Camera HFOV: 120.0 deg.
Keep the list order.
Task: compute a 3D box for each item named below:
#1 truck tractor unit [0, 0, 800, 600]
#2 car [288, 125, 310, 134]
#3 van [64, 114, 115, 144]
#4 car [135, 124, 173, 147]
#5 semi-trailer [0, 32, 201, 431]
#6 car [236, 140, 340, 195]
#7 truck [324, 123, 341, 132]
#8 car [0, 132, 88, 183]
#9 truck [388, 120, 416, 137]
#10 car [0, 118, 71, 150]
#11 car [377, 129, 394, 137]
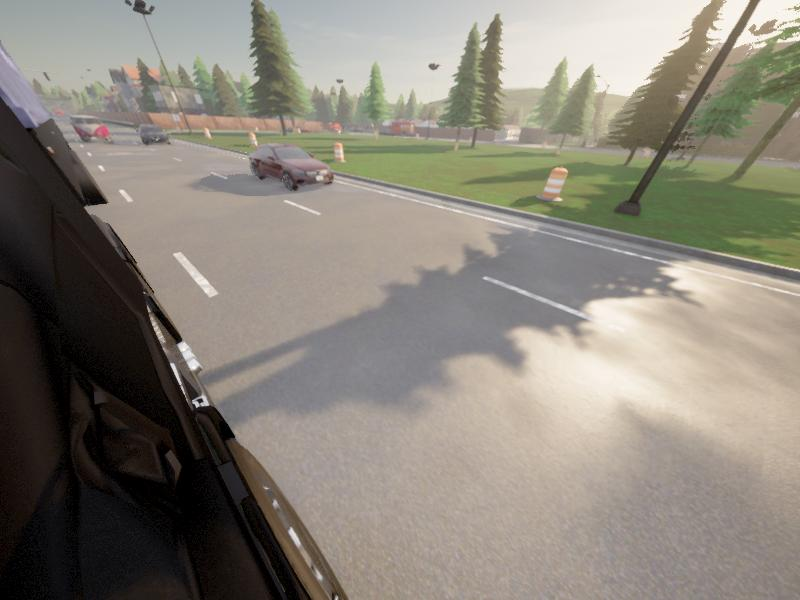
[{"bbox_3d":[-2.645,-0.295,0.351,6.516,4.208,3.053,28,44,30],"label":"truck tractor unit"},{"bbox_3d":[-26.226,-44.326,59.958,4.611,1.667,2.242,-26,46,-33],"label":"car"},{"bbox_3d":[-28.530,-15.864,21.394,1.775,1.987,4.442,-26,46,-33],"label":"van"},{"bbox_3d":[-22.917,-15.387,21.526,1.837,1.490,4.892,-26,45,-33],"label":"car"},{"bbox_3d":[-8.645,-3.640,4.280,14.254,4.402,2.717,29,44,30],"label":"semi-trailer"},{"bbox_3d":[-4.884,-5.893,10.010,4.674,1.442,1.812,28,44,30],"label":"car"},{"bbox_3d":[-23.320,-59.442,79.559,5.204,2.467,2.627,29,44,30],"label":"truck"},{"bbox_3d":[-15.474,-6.199,9.836,4.181,1.385,1.994,28,45,31],"label":"car"},{"bbox_3d":[0.468,-52.574,70.737,8.468,3.827,2.891,29,44,30],"label":"truck"},{"bbox_3d":[-26.601,-12.219,16.954,5.027,1.651,2.152,28,44,30],"label":"car"},{"bbox_3d":[-4.327,-48.712,67.193,4.611,1.667,2.242,29,44,30],"label":"car"}]
